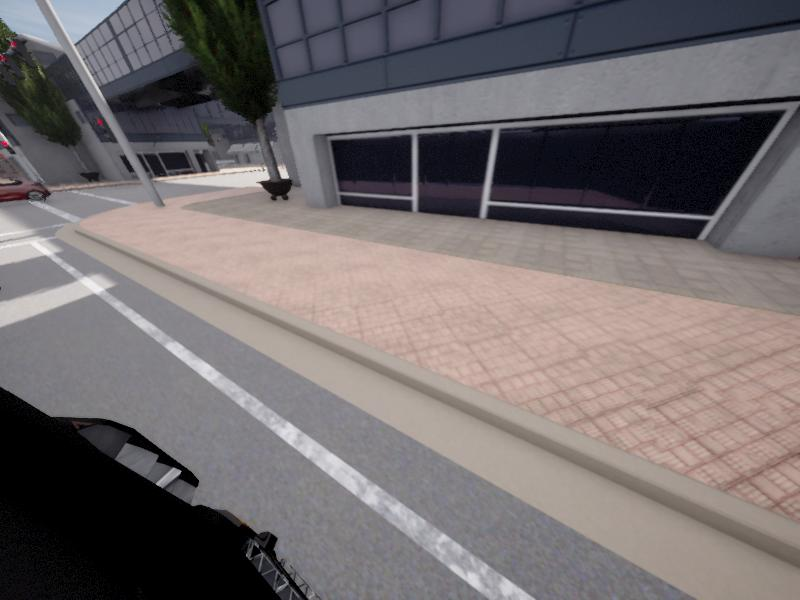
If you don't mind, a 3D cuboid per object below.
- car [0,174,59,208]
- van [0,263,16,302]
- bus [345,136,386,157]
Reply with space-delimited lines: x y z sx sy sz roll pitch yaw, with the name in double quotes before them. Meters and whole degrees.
"car" -23.824 -6.212 13.352 1.816 1.474 4.193 15 38 25
"van" -9.743 -1.019 4.228 4.442 1.987 1.775 17 38 26
"bus" -9.248 -41.048 62.059 10.273 4.253 3.944 16 38 25
